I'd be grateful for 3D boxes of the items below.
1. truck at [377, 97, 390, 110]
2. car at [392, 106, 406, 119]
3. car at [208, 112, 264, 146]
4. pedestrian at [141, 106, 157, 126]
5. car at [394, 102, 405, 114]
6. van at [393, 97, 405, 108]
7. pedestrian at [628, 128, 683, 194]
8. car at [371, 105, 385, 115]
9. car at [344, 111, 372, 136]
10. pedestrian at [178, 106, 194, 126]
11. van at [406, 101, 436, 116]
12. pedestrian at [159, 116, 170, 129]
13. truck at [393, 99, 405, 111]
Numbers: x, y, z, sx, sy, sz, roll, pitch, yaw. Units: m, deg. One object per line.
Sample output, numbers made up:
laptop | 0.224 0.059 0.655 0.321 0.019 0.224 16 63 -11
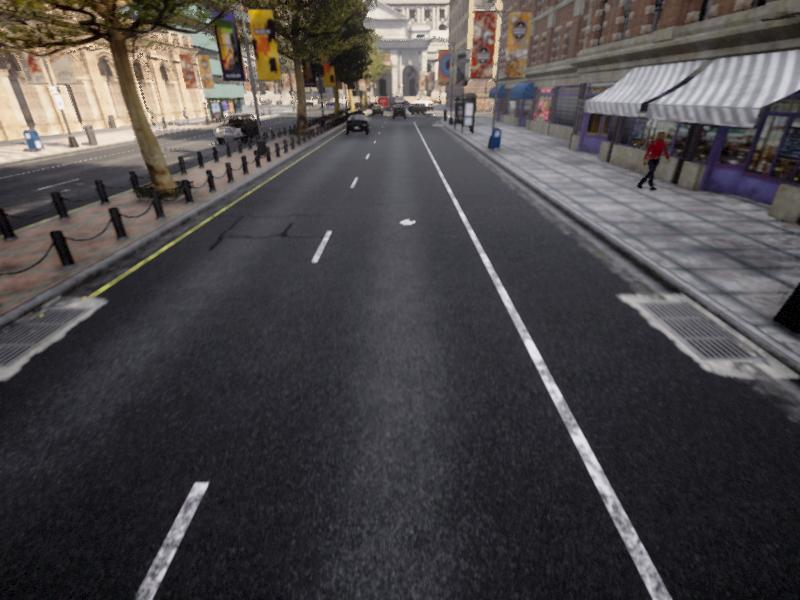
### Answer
truck | -3.650 -43.489 88.427 2.627 2.467 5.204 0 27 0
car | -0.088 -26.298 56.060 1.837 1.490 4.892 0 27 0
car | -11.542 -12.289 28.597 1.932 1.855 4.605 0 27 0
pedestrian | -27.077 -19.882 43.206 0.751 1.860 0.751 4 28 9
car | -0.117 -34.441 71.715 1.930 1.638 5.238 0 27 0
van | -0.144 -49.958 100.980 2.351 2.431 6.366 2 27 5
pedestrian | 7.961 -4.358 12.547 0.751 1.860 0.751 0 27 1
car | -3.605 -31.311 65.902 1.970 1.475 3.806 0 27 0
car | -3.549 -15.438 34.858 1.930 1.638 5.238 0 27 0
pedestrian | -22.762 -19.581 42.559 0.751 1.860 0.751 3 27 7
van | 3.315 -30.553 63.683 2.069 2.038 4.480 -23 35 -37
pedestrian | -22.942 -17.302 38.965 0.500 1.100 0.500 4 28 9
truck | -0.136 -39.502 81.036 2.390 2.098 6.274 0 27 0
